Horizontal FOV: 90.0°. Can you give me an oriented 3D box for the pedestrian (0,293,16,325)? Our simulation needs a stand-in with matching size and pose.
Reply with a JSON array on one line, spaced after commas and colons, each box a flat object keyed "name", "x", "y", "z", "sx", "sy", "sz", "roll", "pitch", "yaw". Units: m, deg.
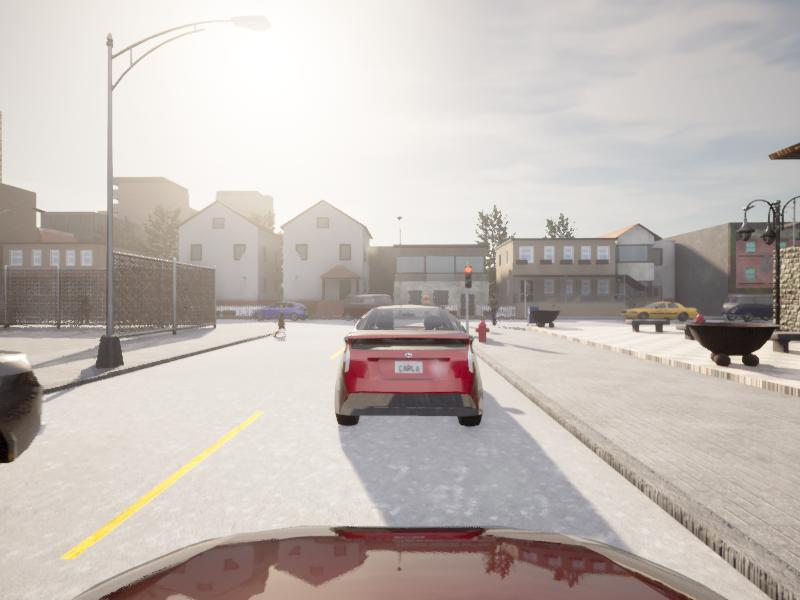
[{"name": "pedestrian", "x": -23.319, "y": 0.533, "z": 23.538, "sx": 0.751, "sy": 1.860, "sz": 0.751, "roll": 0, "pitch": 0, "yaw": -10}]

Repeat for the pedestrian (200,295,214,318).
[{"name": "pedestrian", "x": -16.200, "y": 0.533, "z": 33.534, "sx": 0.751, "sy": 1.860, "sz": 0.751, "roll": 0, "pitch": 0, "yaw": 8}]

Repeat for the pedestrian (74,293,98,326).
[{"name": "pedestrian", "x": -17.708, "y": 0.534, "z": 22.595, "sx": 0.751, "sy": 1.860, "sz": 0.751, "roll": 0, "pitch": 0, "yaw": 6}]

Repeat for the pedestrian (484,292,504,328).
[{"name": "pedestrian", "x": 5.084, "y": 0.525, "z": 21.659, "sx": 0.751, "sy": 1.860, "sz": 0.751, "roll": 0, "pitch": 0, "yaw": -45}]

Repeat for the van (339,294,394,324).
[{"name": "van", "x": -2.458, "y": 0.599, "z": 28.306, "sx": 1.775, "sy": 1.987, "sz": 4.442, "roll": 0, "pitch": 0, "yaw": -38}]

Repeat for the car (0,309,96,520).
[{"name": "car", "x": -3.993, "y": 0.837, "z": 1.355, "sx": 2.128, "sy": 1.511, "sz": 4.902, "roll": 0, "pitch": 0, "yaw": 1}]

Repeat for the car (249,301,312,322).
[{"name": "car", "x": -9.102, "y": 0.854, "z": 30.580, "sx": 4.193, "sy": 1.474, "sz": 1.816, "roll": 0, "pitch": 0, "yaw": 8}]

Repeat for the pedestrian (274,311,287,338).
[{"name": "pedestrian", "x": -5.060, "y": 1.017, "z": 16.918, "sx": 0.500, "sy": 1.100, "sz": 0.500, "roll": 0, "pitch": 0, "yaw": -23}]

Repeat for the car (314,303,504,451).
[{"name": "car", "x": 0.137, "y": 0.828, "z": 6.489, "sx": 2.007, "sy": 1.525, "sz": 4.514, "roll": 0, "pitch": 0, "yaw": 1}]

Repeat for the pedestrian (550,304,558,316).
[{"name": "pedestrian", "x": 13.882, "y": 0.913, "z": 36.018, "sx": 0.500, "sy": 1.100, "sz": 0.500, "roll": 0, "pitch": 0, "yaw": 1}]

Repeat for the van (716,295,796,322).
[{"name": "van", "x": 26.668, "y": 0.598, "z": 30.054, "sx": 4.442, "sy": 1.987, "sz": 1.775, "roll": 0, "pitch": 0, "yaw": 1}]

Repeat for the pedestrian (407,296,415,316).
[{"name": "pedestrian", "x": 1.028, "y": 0.533, "z": 36.586, "sx": 0.751, "sy": 1.860, "sz": 0.751, "roll": 0, "pitch": 0, "yaw": 1}]

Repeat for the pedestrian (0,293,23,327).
[{"name": "pedestrian", "x": -21.976, "y": 0.534, "z": 22.534, "sx": 0.751, "sy": 1.860, "sz": 0.751, "roll": 0, "pitch": 0, "yaw": 14}]

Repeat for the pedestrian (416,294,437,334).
[{"name": "pedestrian", "x": 1.270, "y": 0.637, "z": 19.142, "sx": 0.751, "sy": 1.860, "sz": 0.751, "roll": 0, "pitch": 0, "yaw": -26}]

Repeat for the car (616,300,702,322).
[{"name": "car", "x": 19.519, "y": 0.801, "z": 30.291, "sx": 5.366, "sy": 1.575, "sz": 1.801, "roll": 0, "pitch": 0, "yaw": 0}]
